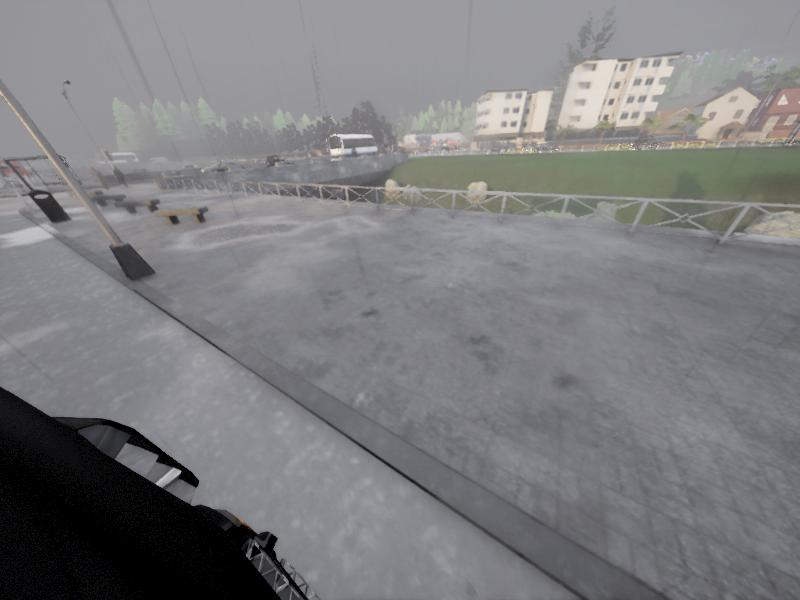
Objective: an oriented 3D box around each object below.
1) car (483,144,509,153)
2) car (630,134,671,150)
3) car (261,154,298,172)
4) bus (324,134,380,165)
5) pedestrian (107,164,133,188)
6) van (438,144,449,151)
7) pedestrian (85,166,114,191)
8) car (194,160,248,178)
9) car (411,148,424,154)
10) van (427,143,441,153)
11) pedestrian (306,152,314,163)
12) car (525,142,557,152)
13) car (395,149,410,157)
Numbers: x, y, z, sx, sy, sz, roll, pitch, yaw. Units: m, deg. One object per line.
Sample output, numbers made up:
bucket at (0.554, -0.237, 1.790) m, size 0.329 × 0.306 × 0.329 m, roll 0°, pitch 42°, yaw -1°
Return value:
car at (21.537, -33.927, 51.792) m, size 4.892 × 1.490 × 1.837 m, roll 17°, pitch 39°, yaw 27°
car at (40.881, -25.893, 37.880) m, size 3.866 × 1.878 × 1.905 m, roll 16°, pitch 38°, yaw 26°
car at (-16.551, -18.960, 31.951) m, size 1.905 × 1.878 × 3.866 m, roll 16°, pitch 38°, yaw 26°
bus at (-8.391, -28.110, 42.921) m, size 3.944 × 4.253 × 10.273 m, roll 17°, pitch 39°, yaw 27°
pedestrian at (-26.390, -11.689, 21.796) m, size 0.751 × 1.860 × 0.751 m, roll 26°, pitch 43°, yaw 36°
van at (15.575, -54.618, 82.799) m, size 2.069 × 2.038 × 4.480 m, roll 16°, pitch 38°, yaw 26°
pedestrian at (-26.462, -10.732, 20.367) m, size 0.751 × 1.860 × 0.751 m, roll 27°, pitch 44°, yaw 37°
car at (-22.856, -16.963, 29.791) m, size 2.128 × 1.511 × 4.902 m, roll 17°, pitch 39°, yaw 27°
car at (5.208, -44.233, 68.688) m, size 1.895 × 1.301 × 4.718 m, roll 16°, pitch 38°, yaw 26°
van at (11.371, -50.713, 76.906) m, size 2.351 × 2.431 × 6.366 m, roll 16°, pitch 38°, yaw 26°
pedestrian at (-17.702, -27.877, 45.211) m, size 0.751 × 1.860 × 0.751 m, roll 22°, pitch 41°, yaw 33°
car at (29.211, -31.704, 47.952) m, size 5.357 × 1.411 × 2.033 m, roll 16°, pitch 38°, yaw 27°
car at (0.617, -35.541, 55.792) m, size 1.789 × 1.549 × 3.705 m, roll 16°, pitch 39°, yaw 27°
